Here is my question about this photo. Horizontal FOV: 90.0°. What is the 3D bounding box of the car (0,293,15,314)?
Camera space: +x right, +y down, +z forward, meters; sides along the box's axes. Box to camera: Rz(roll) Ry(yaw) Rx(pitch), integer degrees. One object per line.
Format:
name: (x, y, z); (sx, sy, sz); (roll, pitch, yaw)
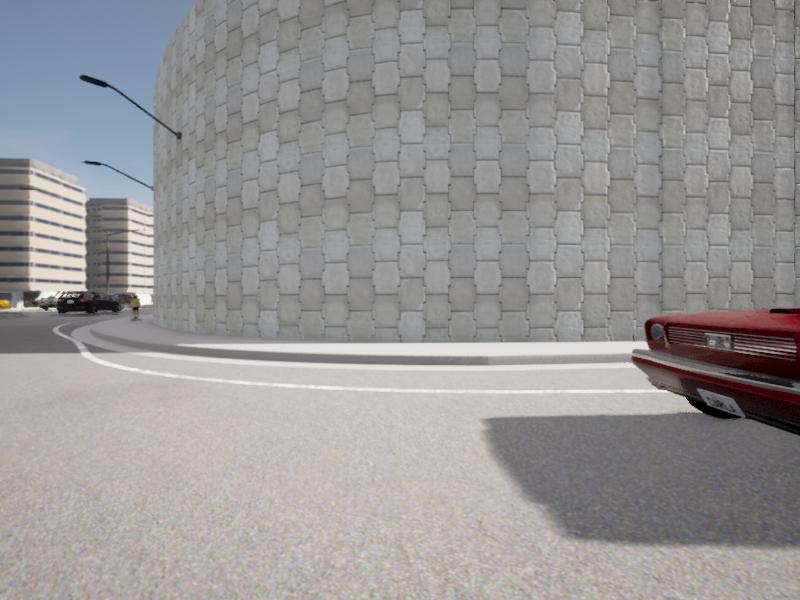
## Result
car: (-30.947, 0.238, 28.451); (1.801, 1.575, 5.366); (0, 0, 2)

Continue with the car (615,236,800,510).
car: (4.254, 0.343, 2.586); (4.718, 1.301, 1.895); (0, 0, 0)

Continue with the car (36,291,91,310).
car: (-34.471, 0.099, 41.189); (1.932, 1.855, 4.605); (0, 0, -2)

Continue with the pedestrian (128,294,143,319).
pedestrian: (-11.624, 0.284, 17.581); (0.500, 1.100, 0.500); (0, 0, -24)

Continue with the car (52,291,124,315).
car: (-23.063, 0.188, 29.851); (2.242, 1.667, 4.611); (0, 0, -7)

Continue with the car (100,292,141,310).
car: (-31.005, 0.090, 44.520); (1.905, 1.878, 3.866); (0, 0, -2)
